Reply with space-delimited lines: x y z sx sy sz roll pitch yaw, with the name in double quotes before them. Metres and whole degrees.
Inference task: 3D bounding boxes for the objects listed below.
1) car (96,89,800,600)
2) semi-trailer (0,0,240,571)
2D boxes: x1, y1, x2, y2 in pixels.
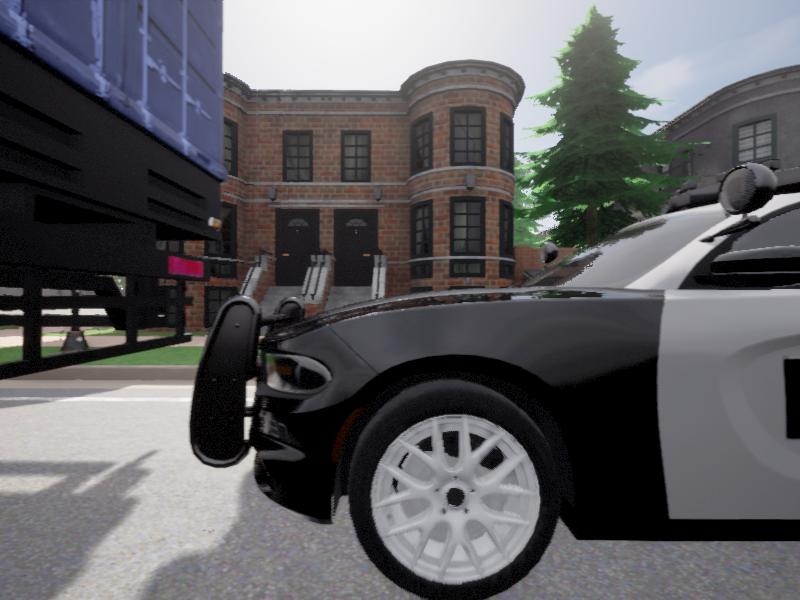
"car" 1.681 0.176 2.201 5.238 1.638 1.930 0 0 0
"semi-trailer" -8.558 -1.243 2.206 14.254 4.402 2.717 0 0 0
